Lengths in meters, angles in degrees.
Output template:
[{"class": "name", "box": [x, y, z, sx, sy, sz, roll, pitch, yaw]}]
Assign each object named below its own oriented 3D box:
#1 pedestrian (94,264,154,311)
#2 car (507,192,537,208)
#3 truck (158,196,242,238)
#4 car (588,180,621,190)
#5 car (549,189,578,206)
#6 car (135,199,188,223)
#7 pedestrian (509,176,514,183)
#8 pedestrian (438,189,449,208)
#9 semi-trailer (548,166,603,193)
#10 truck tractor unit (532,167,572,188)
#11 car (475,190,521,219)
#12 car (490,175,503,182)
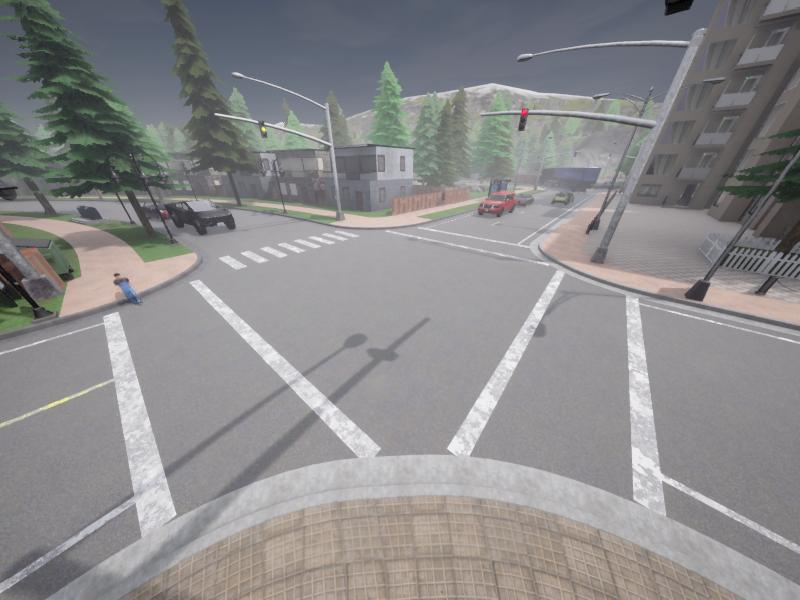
[{"class": "pedestrian", "box": [-9.470, -0.432, 7.965, 0.751, 1.300, 0.751, 17, 34, 27]}, {"class": "car", "box": [15.349, -12.575, 28.979, 1.994, 1.385, 4.181, 24, 38, 35]}, {"class": "truck", "box": [-15.490, -6.599, 17.860, 6.274, 2.098, 2.390, 18, 34, 28]}, {"class": "car", "box": [43.616, -24.506, 49.351, 4.611, 1.667, 2.242, 11, 32, 17]}, {"class": "car", "box": [21.677, -13.597, 30.590, 2.007, 1.525, 4.514, 24, 37, 35]}, {"class": "car", "box": [-21.960, -8.258, 21.303, 3.633, 1.501, 1.845, 14, 33, 22]}, {"class": "pedestrian", "box": [31.608, -34.198, 65.568, 0.751, 1.860, 0.751, 24, 38, 35]}, {"class": "pedestrian", "box": [5.016, -11.787, 26.769, 0.751, 1.860, 0.751, 24, 37, 35]}, {"class": "semi-trailer", "box": [35.796, -25.451, 48.216, 2.717, 4.402, 14.254, 5, 30, 8]}, {"class": "truck tractor unit", "box": [35.847, -29.162, 54.829, 3.053, 4.208, 6.516, -16, 34, -25]}, {"class": "car", "box": [10.071, -9.866, 23.608, 2.150, 2.045, 5.566, 24, 38, 35]}, {"class": "car", "box": [29.590, -37.325, 71.038, 1.932, 1.855, 4.605, 23, 37, 34]}]
